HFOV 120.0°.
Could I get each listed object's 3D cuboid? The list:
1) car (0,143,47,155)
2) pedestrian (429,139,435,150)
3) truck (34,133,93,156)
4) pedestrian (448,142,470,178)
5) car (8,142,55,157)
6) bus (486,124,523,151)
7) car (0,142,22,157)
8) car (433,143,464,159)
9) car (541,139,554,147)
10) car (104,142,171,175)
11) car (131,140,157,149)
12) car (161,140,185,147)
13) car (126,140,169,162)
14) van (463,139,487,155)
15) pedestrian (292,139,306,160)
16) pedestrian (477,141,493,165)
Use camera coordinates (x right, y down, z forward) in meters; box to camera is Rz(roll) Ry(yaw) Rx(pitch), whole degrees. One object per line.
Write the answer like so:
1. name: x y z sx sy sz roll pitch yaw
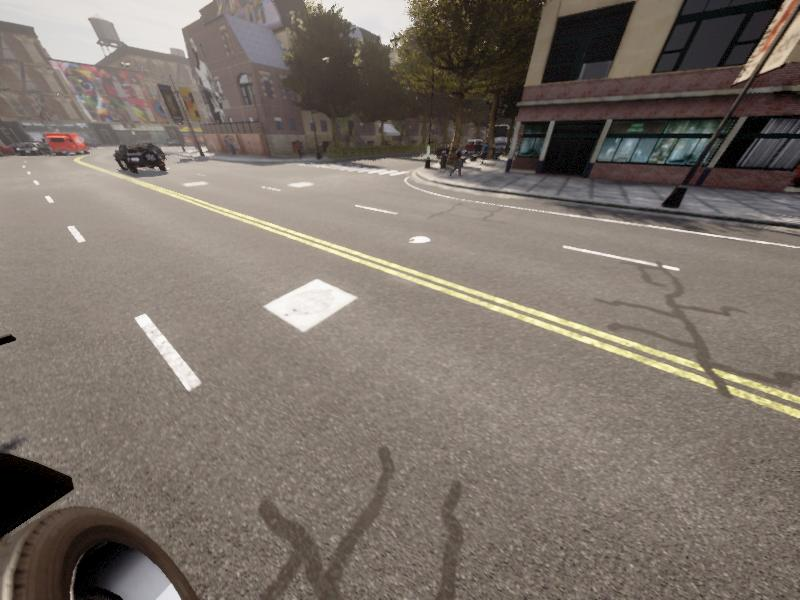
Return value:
1. car: -54.313 -21.752 33.178 1.895 1.301 4.718 -15 38 -20
2. pedestrian: 6.633 -32.532 48.184 0.751 1.860 0.751 22 40 27
3. truck: -45.381 -21.170 31.414 2.627 2.467 5.204 -23 41 -29
4. pedestrian: 3.619 -8.678 14.327 0.751 1.860 0.751 29 44 34
5. car: -48.760 -20.014 30.685 1.970 1.475 3.806 -23 41 -29
6. bus: 22.700 -34.817 49.775 3.944 4.253 10.273 22 40 28
7. car: -51.234 -19.016 29.193 2.002 1.452 4.674 -22 41 -28
8. car: 6.765 -20.569 31.714 1.930 1.638 5.238 22 41 28
9. car: 48.895 -52.183 76.555 2.435 2.045 5.566 22 41 28
10. car: -19.694 -10.721 17.322 4.605 1.855 1.932 23 41 28
11. car: -57.240 -34.921 51.703 2.007 1.525 4.514 -11 37 -15
12. car: -56.953 -39.408 58.123 1.970 1.475 3.806 5 35 6
13. car: -28.107 -16.692 25.721 4.605 1.855 1.932 24 42 30
14. van: 12.342 -25.304 38.130 2.069 2.038 4.480 22 41 28
15. pedestrian: -10.949 -16.337 25.069 0.751 1.860 0.751 7 36 9
16. pedestrian: 7.840 -13.596 21.337 0.751 1.860 0.751 25 42 30
